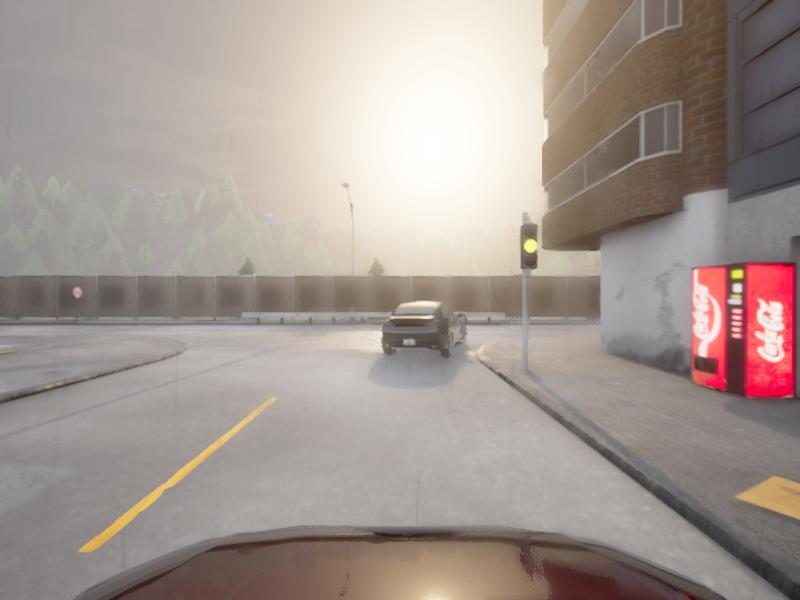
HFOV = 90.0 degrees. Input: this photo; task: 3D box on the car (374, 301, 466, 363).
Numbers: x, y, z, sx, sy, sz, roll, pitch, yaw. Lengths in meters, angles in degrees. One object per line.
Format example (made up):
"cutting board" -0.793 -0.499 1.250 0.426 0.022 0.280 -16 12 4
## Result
"car" 0.858 0.804 12.435 1.837 1.490 4.892 -1 0 15
